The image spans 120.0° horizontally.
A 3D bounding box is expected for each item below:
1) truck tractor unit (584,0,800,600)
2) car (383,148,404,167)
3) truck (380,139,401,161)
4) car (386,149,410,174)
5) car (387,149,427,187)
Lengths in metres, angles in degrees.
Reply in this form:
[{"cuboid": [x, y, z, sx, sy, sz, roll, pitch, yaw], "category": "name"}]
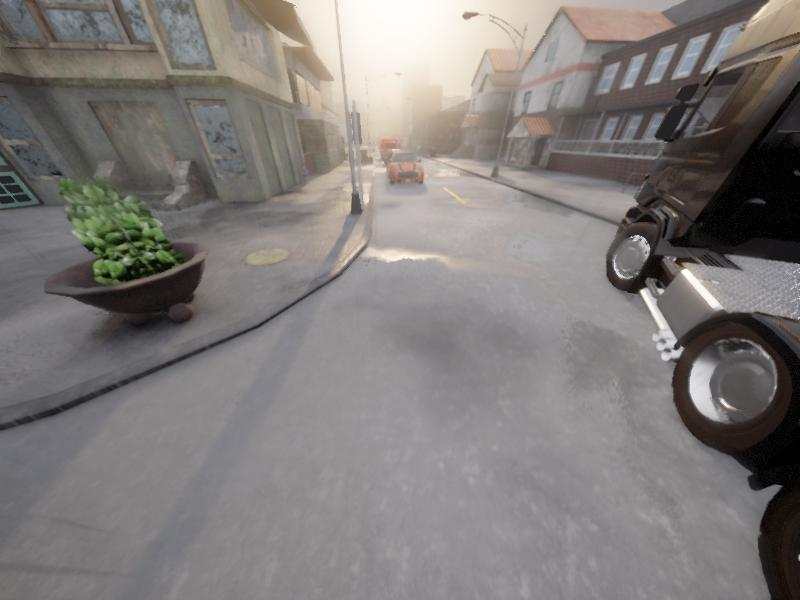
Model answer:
[{"cuboid": [4.313, -0.733, 1.402, 3.053, 4.208, 6.516, 16, 38, 22], "category": "truck tractor unit"}, {"cuboid": [-0.789, -16.309, 26.293, 2.038, 1.542, 4.974, -3, 35, -4], "category": "car"}, {"cuboid": [-1.413, -21.067, 32.345, 2.627, 2.467, 5.204, -3, 35, -4], "category": "truck"}, {"cuboid": [-0.242, -12.516, 20.738, 1.851, 1.617, 3.988, -3, 35, -4], "category": "car"}, {"cuboid": [0.298, -8.865, 15.291, 2.097, 1.767, 4.553, -2, 35, -4], "category": "car"}]
